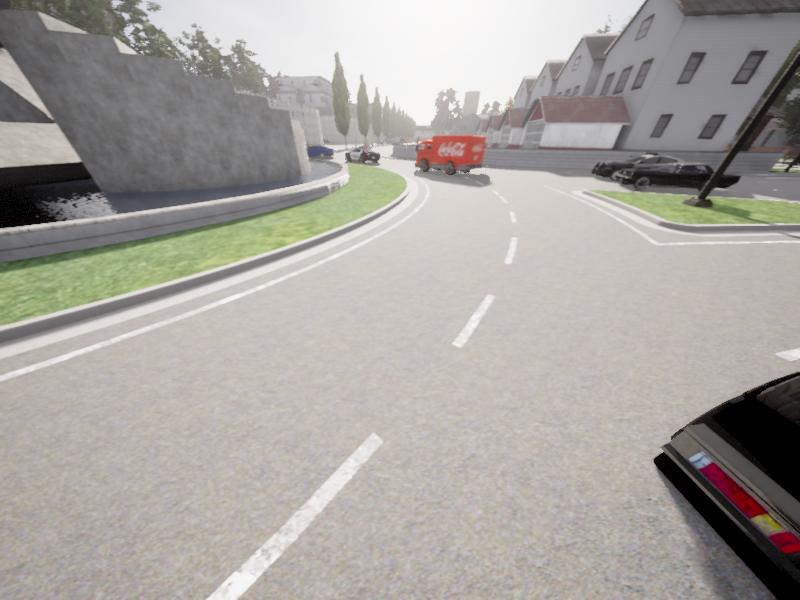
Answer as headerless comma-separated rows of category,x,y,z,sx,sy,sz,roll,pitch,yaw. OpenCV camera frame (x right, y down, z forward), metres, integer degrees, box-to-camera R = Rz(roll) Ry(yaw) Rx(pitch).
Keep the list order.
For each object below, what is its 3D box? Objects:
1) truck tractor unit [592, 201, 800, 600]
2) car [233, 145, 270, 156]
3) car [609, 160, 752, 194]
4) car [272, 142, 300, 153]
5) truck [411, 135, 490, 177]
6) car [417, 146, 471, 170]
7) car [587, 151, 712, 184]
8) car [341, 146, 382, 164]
truck tractor unit,5.344,0.078,0.240,6.516,4.208,3.053,-5,35,-7
car,-22.563,-22.902,35.349,1.895,1.301,4.718,10,36,14
car,15.222,-6.962,12.962,4.718,1.301,1.895,11,36,14
car,-20.793,-27.996,42.445,2.038,1.542,4.974,5,35,7
truck,3.734,-11.379,18.118,5.204,2.467,2.627,30,44,36
car,4.082,-13.744,22.249,2.033,1.649,4.856,-25,42,-32
car,16.319,-8.989,15.570,5.238,1.638,1.930,11,36,14
car,-4.390,-16.408,26.048,2.038,1.542,4.974,-26,42,-32
